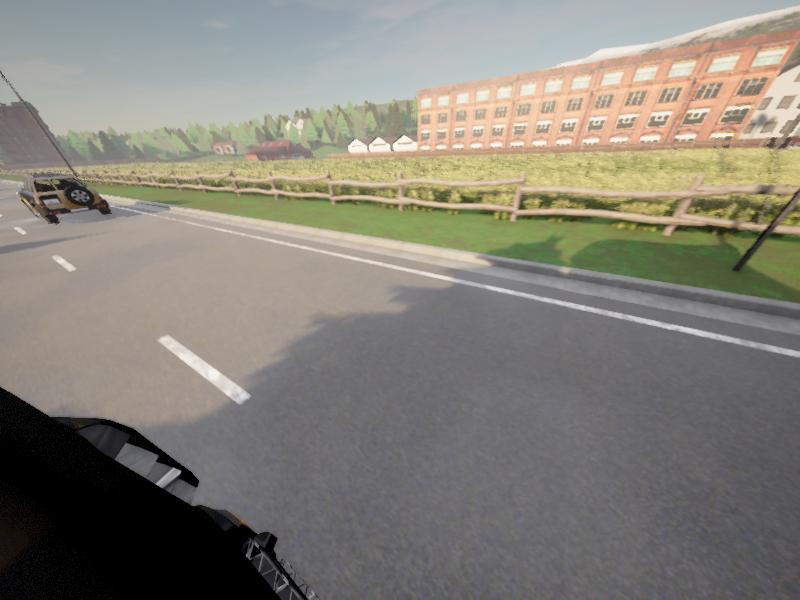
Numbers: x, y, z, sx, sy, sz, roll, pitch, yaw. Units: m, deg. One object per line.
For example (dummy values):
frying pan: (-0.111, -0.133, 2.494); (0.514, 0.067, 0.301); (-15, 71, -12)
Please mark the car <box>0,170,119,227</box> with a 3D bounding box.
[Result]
car: (-15.732, -4.821, 10.664); (4.605, 1.855, 1.932); (16, 38, 25)
